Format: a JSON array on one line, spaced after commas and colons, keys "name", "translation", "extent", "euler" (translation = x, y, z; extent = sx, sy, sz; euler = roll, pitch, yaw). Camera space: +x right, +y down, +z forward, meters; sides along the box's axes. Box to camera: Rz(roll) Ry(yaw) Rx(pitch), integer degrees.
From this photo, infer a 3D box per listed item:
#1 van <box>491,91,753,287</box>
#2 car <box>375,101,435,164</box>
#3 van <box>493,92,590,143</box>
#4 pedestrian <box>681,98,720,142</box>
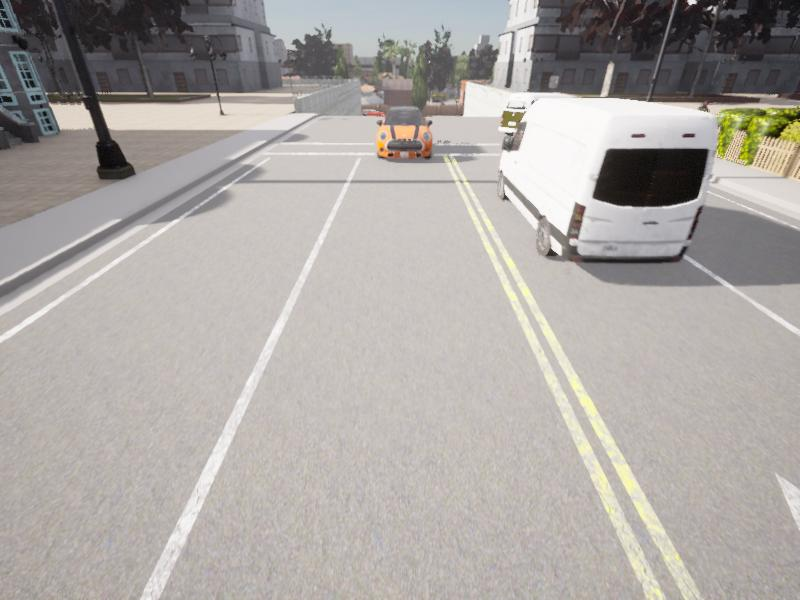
[{"name": "van", "translation": [3.638, -2.814, 8.443], "extent": [1.988, 2.561, 5.915], "euler": [0, 30, 0]}, {"name": "car", "translation": [0.187, -6.906, 16.195], "extent": [2.097, 1.767, 4.553], "euler": [0, 30, 0]}, {"name": "van", "translation": [7.153, -9.292, 20.208], "extent": [4.480, 2.038, 2.069], "euler": [-19, 35, -31]}, {"name": "pedestrian", "translation": [14.281, -8.584, 19.077], "extent": [0.751, 1.860, 0.751], "euler": [7, 31, 11]}]
